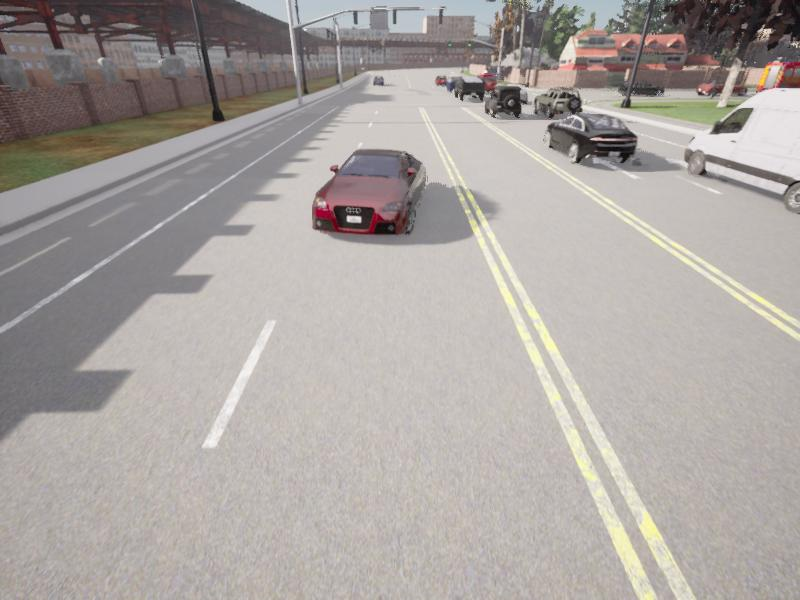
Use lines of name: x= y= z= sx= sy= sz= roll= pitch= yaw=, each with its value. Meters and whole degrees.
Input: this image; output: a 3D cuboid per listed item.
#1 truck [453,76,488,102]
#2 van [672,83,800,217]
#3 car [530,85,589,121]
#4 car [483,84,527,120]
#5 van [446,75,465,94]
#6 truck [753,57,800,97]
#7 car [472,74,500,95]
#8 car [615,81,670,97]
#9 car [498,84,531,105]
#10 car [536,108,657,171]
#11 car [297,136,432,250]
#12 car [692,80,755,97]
truck: x=6.995 y=-21.413 z=40.456 sx=2.390 sy=2.098 sz=6.274 roll=0 pitch=30 yaw=0
van: x=10.292 y=-4.067 z=10.422 sx=1.988 sy=2.561 sz=5.915 roll=-1 pitch=31 yaw=-1
car: x=10.482 y=-13.226 z=26.710 sx=1.932 sy=1.855 sz=4.605 roll=-1 pitch=31 yaw=-1
car: x=7.001 y=-13.466 z=27.103 sx=1.905 sy=1.878 sz=3.866 roll=0 pitch=30 yaw=0
van: x=6.992 y=-27.473 z=50.873 sx=1.775 sy=1.987 sz=4.442 roll=0 pitch=30 yaw=0
truck: x=45.842 y=-25.093 z=45.045 sx=8.468 sy=3.827 sz=2.891 roll=-1 pitch=30 yaw=-1
car: x=10.490 y=-26.550 z=49.245 sx=2.150 sy=2.045 sz=5.566 roll=0 pitch=31 yaw=0
car: x=27.352 y=-23.851 z=45.227 sx=4.892 sy=1.490 sz=1.837 roll=-1 pitch=30 yaw=-1
car: x=10.497 y=-18.996 z=36.953 sx=1.970 sy=1.475 sz=3.806 roll=0 pitch=30 yaw=0
car: x=6.996 y=-6.170 z=15.020 sx=2.128 sy=1.511 sz=4.902 roll=0 pitch=30 yaw=0
car: x=-0.521 y=-2.685 z=9.215 sx=1.994 sy=1.385 sz=4.181 roll=5 pitch=31 yaw=9
car: x=36.558 y=-24.016 z=45.381 sx=5.027 sy=1.651 sz=2.152 roll=-1 pitch=30 yaw=-1
